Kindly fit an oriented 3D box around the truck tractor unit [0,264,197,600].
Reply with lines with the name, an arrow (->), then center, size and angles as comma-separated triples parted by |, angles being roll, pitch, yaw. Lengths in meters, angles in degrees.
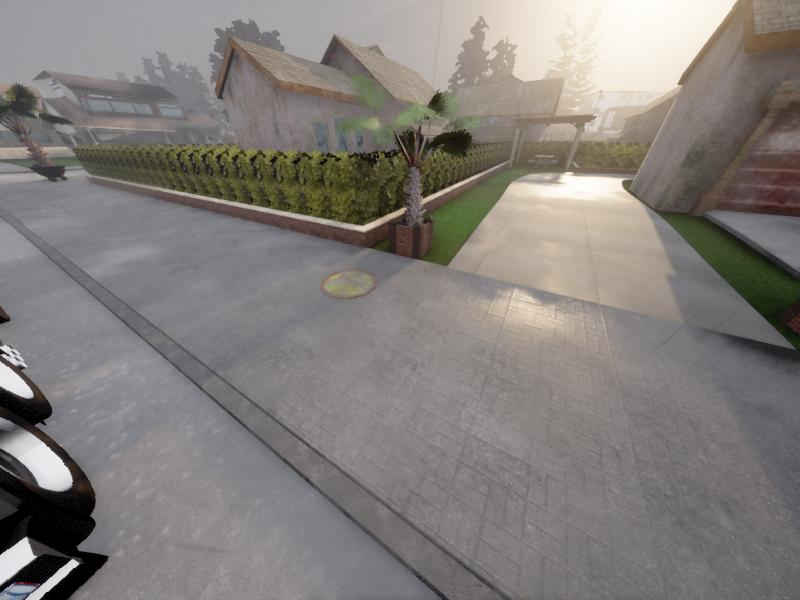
truck tractor unit -> -5.112, -0.300, 0.779 | 6.516, 4.208, 3.053 | 18, 39, 24
